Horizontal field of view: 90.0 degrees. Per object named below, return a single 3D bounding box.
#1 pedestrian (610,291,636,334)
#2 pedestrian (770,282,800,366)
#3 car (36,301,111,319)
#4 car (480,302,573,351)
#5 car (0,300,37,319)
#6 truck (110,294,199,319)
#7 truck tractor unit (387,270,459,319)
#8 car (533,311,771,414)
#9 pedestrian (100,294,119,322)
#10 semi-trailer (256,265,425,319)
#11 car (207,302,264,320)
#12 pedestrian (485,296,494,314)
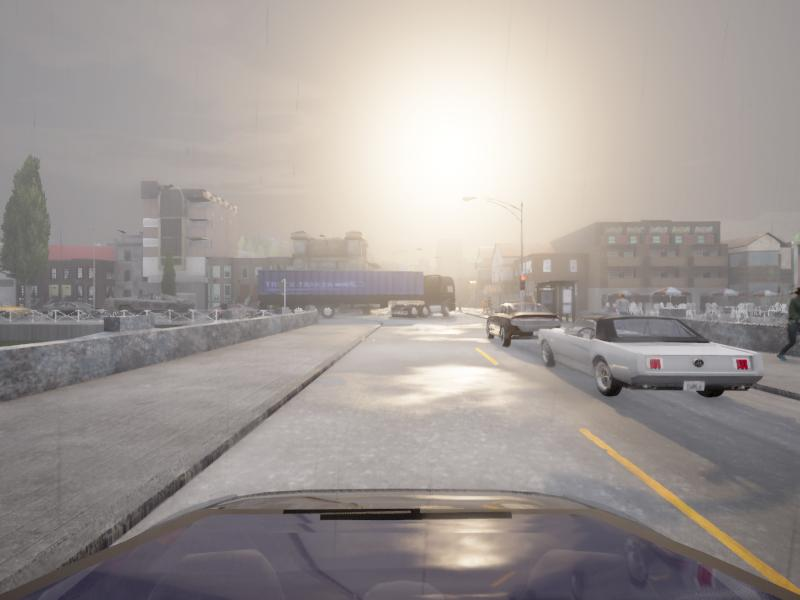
[{"bbox_3d":[9.896,0.533,17.763,0.751,1.860,0.751,0,0,2],"label":"pedestrian"},{"bbox_3d":[9.298,0.533,9.283,0.751,1.860,0.751,0,0,-1],"label":"pedestrian"},{"bbox_3d":[-28.550,0.836,35.105,4.902,1.511,2.128,0,0,2],"label":"car"},{"bbox_3d":[4.438,0.836,14.911,2.128,1.511,4.902,0,0,3],"label":"car"},{"bbox_3d":[-35.539,0.801,35.340,5.366,1.575,1.801,0,0,2],"label":"car"},{"bbox_3d":[-21.283,0.542,34.862,6.274,2.098,2.390,0,0,2],"label":"truck"},{"bbox_3d":[2.292,-0.518,37.937,6.516,4.208,3.053,0,0,-41],"label":"truck tractor unit"},{"bbox_3d":[4.303,0.944,7.966,1.895,1.301,4.718,0,0,2],"label":"car"},{"bbox_3d":[-19.347,0.547,26.666,0.751,1.860,0.751,0,0,2],"label":"pedestrian"},{"bbox_3d":[-5.022,-0.619,35.447,14.254,4.402,2.717,0,0,-12],"label":"semi-trailer"},{"bbox_3d":[-14.022,0.921,34.292,4.181,1.385,1.994,-1,-1,-8],"label":"car"},{"bbox_3d":[9.256,0.533,41.348,0.751,1.860,0.751,0,0,38],"label":"pedestrian"}]
